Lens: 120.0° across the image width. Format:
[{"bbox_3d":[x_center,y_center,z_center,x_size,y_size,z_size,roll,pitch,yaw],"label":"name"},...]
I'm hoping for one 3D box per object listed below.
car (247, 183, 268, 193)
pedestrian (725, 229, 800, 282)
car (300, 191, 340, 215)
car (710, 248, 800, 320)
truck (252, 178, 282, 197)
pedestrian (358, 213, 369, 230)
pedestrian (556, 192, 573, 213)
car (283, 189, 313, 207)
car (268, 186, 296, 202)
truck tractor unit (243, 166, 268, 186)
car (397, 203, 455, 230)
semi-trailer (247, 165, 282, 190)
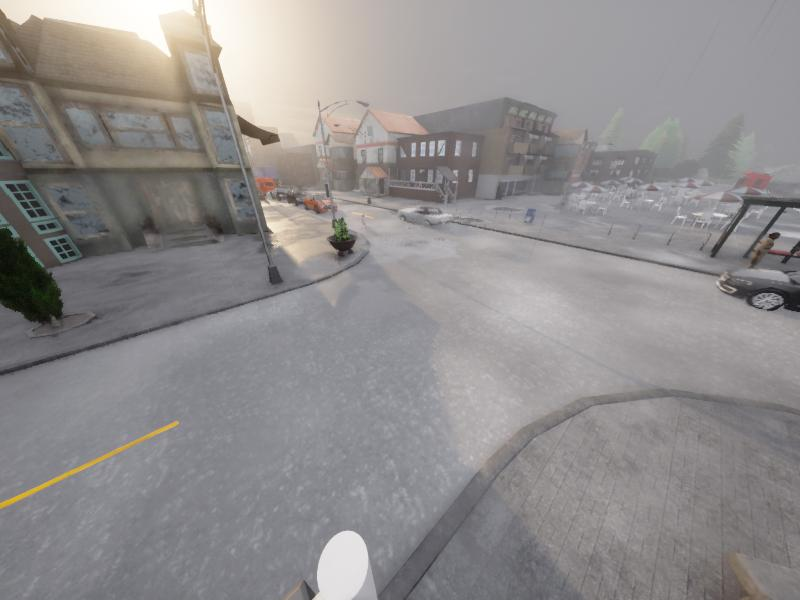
[{"bbox_3d":[-26.618,-20.930,43.070,2.033,1.411,5.357,-23,37,-34],"label":"car"},{"bbox_3d":[14.234,-1.756,9.138,0.751,1.860,0.751,-12,32,-19],"label":"pedestrian"},{"bbox_3d":[-8.443,-10.278,24.220,2.097,1.767,4.553,-23,37,-34],"label":"car"},{"bbox_3d":[13.519,-0.081,6.858,1.837,1.490,4.892,-25,38,-36],"label":"car"},{"bbox_3d":[-21.968,-18.629,38.003,2.627,2.467,5.204,-23,37,-34],"label":"truck"},{"bbox_3d":[-2.711,-5.823,17.149,0.500,1.100,0.500,-23,37,-34],"label":"pedestrian"},{"bbox_3d":[16.240,-9.675,22.901,0.751,1.860,0.751,10,32,17],"label":"pedestrian"},{"bbox_3d":[-12.676,-12.715,28.629,1.851,1.617,3.988,-23,37,-34],"label":"car"},{"bbox_3d":[-17.014,-15.267,33.125,2.038,1.542,4.974,-23,37,-34],"label":"car"},{"bbox_3d":[-35.866,-30.781,57.292,3.053,4.208,6.516,-23,37,-34],"label":"truck tractor unit"},{"bbox_3d":[1.947,-6.983,19.011,1.895,1.301,4.718,-23,37,-34],"label":"car"},{"bbox_3d":[-30.775,-27.831,51.991,2.717,4.402,14.254,-23,37,-34],"label":"semi-trailer"}]
